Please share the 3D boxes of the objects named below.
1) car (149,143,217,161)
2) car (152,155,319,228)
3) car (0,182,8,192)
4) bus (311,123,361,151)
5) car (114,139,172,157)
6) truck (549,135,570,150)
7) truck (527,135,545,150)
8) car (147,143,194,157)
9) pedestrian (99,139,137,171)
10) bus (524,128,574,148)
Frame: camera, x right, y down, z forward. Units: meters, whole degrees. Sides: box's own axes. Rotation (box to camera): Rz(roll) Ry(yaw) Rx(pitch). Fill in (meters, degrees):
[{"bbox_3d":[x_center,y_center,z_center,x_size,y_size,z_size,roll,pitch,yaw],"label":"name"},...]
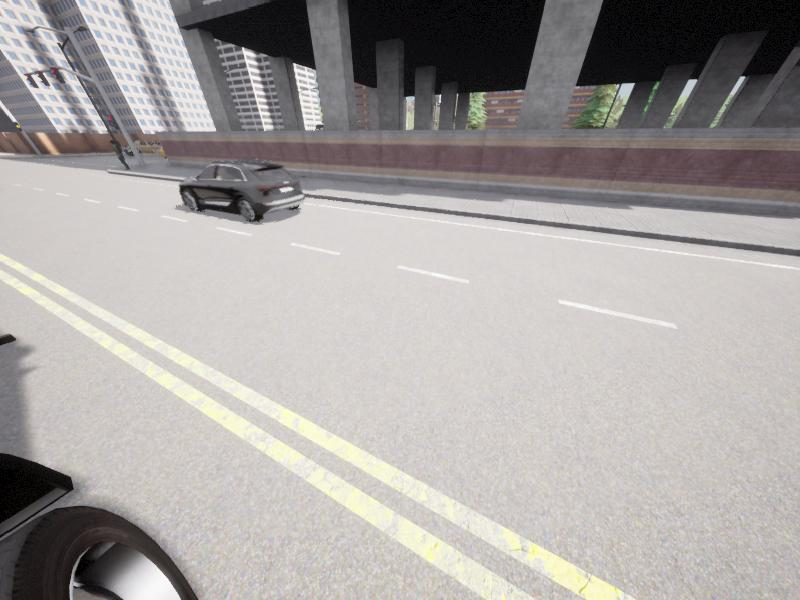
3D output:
[{"bbox_3d":[-25.156,-17.459,27.110,1.801,1.575,5.366,15,38,19],"label":"car"},{"bbox_3d":[-5.614,-3.975,8.087,4.856,1.649,2.033,15,38,20],"label":"car"},{"bbox_3d":[-22.206,-6.206,11.140,5.238,1.638,1.930,15,38,20],"label":"car"},{"bbox_3d":[-12.808,-33.877,48.112,3.944,4.253,10.273,15,38,20],"label":"bus"},{"bbox_3d":[-34.398,-20.510,31.119,1.932,1.855,4.605,17,38,22],"label":"car"},{"bbox_3d":[33.296,-33.048,48.471,2.615,2.467,5.204,15,38,20],"label":"truck"},{"bbox_3d":[29.384,-34.104,49.943,2.615,2.467,5.204,15,38,20],"label":"truck"},{"bbox_3d":[-30.684,-20.185,31.028,1.970,1.475,3.806,15,38,20],"label":"car"},{"bbox_3d":[-20.311,-10.483,16.712,0.751,1.860,0.751,-10,36,-14],"label":"pedestrian"},{"bbox_3d":[39.914,-43.889,62.584,10.273,4.253,3.944,15,38,20],"label":"bus"}]
